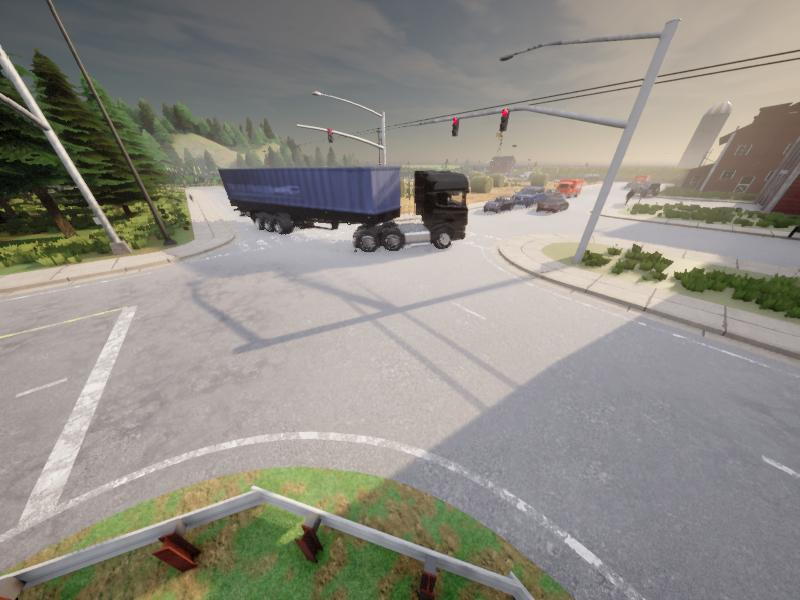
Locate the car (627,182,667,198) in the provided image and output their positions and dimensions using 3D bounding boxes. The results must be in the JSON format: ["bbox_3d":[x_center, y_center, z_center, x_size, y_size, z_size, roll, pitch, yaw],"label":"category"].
[{"bbox_3d":[37.519,-16.849,35.271,1.905,1.878,3.866,-2,28,9],"label":"car"}]

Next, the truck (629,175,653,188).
[{"bbox_3d":[56.061,-27.650,53.687,5.204,2.467,2.627,-22,37,-35],"label":"truck"}]

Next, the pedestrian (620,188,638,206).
[{"bbox_3d":[26.400,-11.874,26.647,0.751,1.860,0.751,-25,38,-36],"label":"pedestrian"}]

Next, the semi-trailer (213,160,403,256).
[{"bbox_3d":[-6.640,-6.695,15.504,14.254,4.402,2.717,17,34,27],"label":"semi-trailer"}]

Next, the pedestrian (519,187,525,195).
[{"bbox_3d":[19.650,-17.537,37.216,0.500,1.100,0.500,20,35,30],"label":"pedestrian"}]

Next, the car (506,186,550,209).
[{"bbox_3d":[15.392,-12.350,27.640,5.566,2.045,2.150,-23,37,-34],"label":"car"}]

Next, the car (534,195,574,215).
[{"bbox_3d":[16.338,-10.165,24.529,4.181,1.385,1.994,-23,37,-34],"label":"car"}]

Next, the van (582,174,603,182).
[{"bbox_3d":[61.962,-39.387,74.533,2.069,2.038,4.480,-23,37,-34],"label":"van"}]

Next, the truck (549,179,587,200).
[{"bbox_3d":[25.372,-16.811,34.939,5.204,2.467,2.627,-23,37,-34],"label":"truck"}]

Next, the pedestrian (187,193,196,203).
[{"bbox_3d":[-26.199,-12.784,29.037,0.500,1.100,0.500,-14,33,-23],"label":"pedestrian"}]

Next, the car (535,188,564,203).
[{"bbox_3d":[20.426,-14.296,31.502,3.705,1.549,1.789,-23,37,-34],"label":"car"}]

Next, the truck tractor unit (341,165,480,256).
[{"bbox_3d":[0.393,-5.195,13.078,6.516,4.208,3.053,-4,31,-7],"label":"truck tractor unit"}]

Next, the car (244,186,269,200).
[{"bbox_3d":[-21.694,-16.208,34.890,2.038,1.542,4.974,-22,37,-33],"label":"car"}]

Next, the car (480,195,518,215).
[{"bbox_3d":[10.235,-9.931,23.957,3.633,1.501,1.845,-23,37,-34],"label":"car"}]
